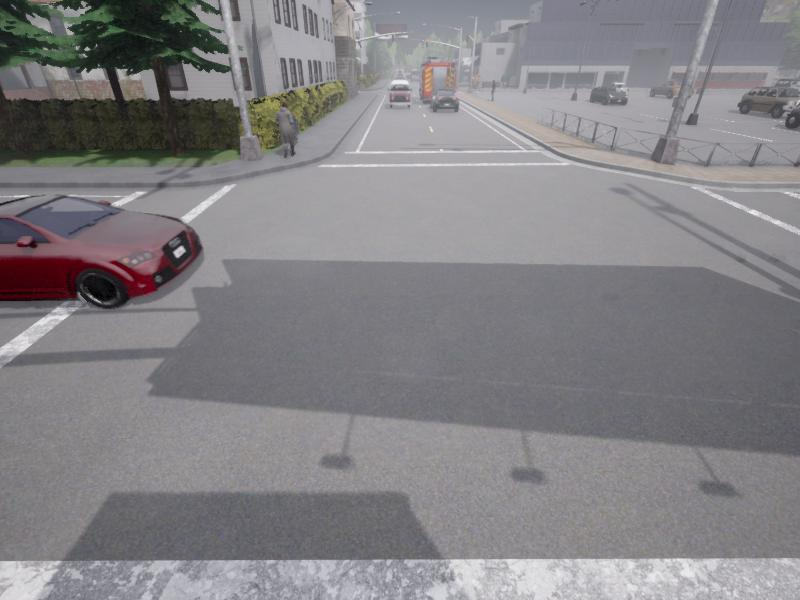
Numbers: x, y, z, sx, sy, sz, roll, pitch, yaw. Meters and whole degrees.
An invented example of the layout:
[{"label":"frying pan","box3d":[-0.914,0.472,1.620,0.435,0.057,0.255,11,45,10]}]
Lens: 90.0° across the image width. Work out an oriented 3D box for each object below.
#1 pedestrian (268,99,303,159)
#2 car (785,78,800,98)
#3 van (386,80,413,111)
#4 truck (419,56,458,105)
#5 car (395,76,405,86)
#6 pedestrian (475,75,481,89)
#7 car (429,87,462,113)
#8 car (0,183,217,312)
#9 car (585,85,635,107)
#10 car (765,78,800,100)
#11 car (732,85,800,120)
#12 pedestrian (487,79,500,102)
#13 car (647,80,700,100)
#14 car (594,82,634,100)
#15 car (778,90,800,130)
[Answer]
[{"label":"pedestrian","box3d":[-4.049,-6.101,14.273,0.751,1.860,0.751,4,31,7]},{"label":"car","box3d":[44.679,-22.693,42.984,1.932,1.855,4.605,0,30,0]},{"label":"van","box3d":[-0.006,-16.895,32.932,2.069,2.038,4.480,0,30,0]},{"label":"truck","box3d":[3.503,-21.375,38.836,2.891,3.827,8.468,0,30,0]},{"label":"car","box3d":[0.003,-40.261,73.484,1.837,1.490,4.892,0,30,0]},{"label":"pedestrian","box3d":[12.229,-34.098,62.569,0.751,1.860,0.751,4,31,7]},{"label":"car","box3d":[3.495,-15.889,31.713,2.038,1.542,4.974,0,30,0]},{"label":"car","box3d":[-5.667,-0.927,6.582,4.181,1.385,1.994,-1,31,1]},{"label":"car","box3d":[18.919,-18.562,36.305,2.007,1.523,4.514,0,30,0]},{"label":"car","box3d":[41.775,-22.499,42.611,1.905,1.878,3.866,0,30,0]},{"label":"car","box3d":[25.886,-13.696,27.574,1.932,1.855,4.605,0,30,0]},{"label":"pedestrian","box3d":[8.860,-19.873,37.930,0.751,1.860,0.751,14,33,23]},{"label":"car","box3d":[28.980,-22.417,42.622,2.152,1.636,5.027,0,30,0]},{"label":"car","box3d":[22.564,-22.177,42.368,1.970,1.475,3.806,0,30,0]},{"label":"car","box3d":[22.620,-9.742,20.762,1.905,1.878,3.866,0,30,0]}]
